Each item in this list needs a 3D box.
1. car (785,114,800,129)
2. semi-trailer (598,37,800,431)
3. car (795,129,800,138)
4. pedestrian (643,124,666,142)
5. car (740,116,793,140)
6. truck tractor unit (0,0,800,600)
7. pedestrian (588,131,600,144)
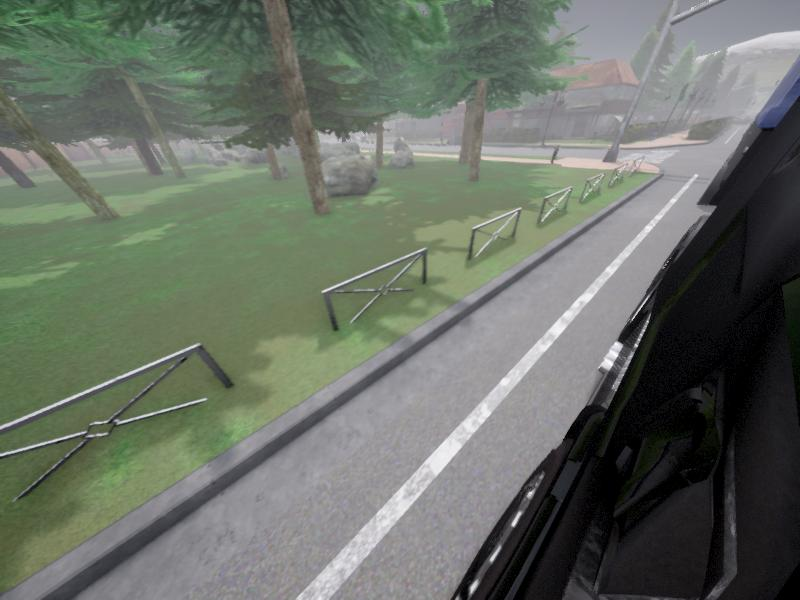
[{"bbox_3d":[54.969,-24.387,31.506,3.988,1.617,1.851,-28,44,-30],"label":"car"},{"bbox_3d":[8.709,-3.592,4.226,14.254,4.402,2.717,-28,43,-30],"label":"semi-trailer"},{"bbox_3d":[39.501,-16.090,21.476,4.792,1.488,2.163,-28,44,-30],"label":"car"},{"bbox_3d":[24.719,-16.230,22.460,0.751,1.300,0.751,-10,37,-10],"label":"pedestrian"},{"bbox_3d":[35.629,-16.821,22.579,4.856,1.649,2.033,-28,44,-30],"label":"car"},{"bbox_3d":[2.645,-0.295,0.351,6.516,4.208,3.053,-28,44,-30],"label":"truck tractor unit"},{"bbox_3d":[20.523,-17.196,24.462,0.500,1.100,0.500,-23,41,-25],"label":"pedestrian"}]
